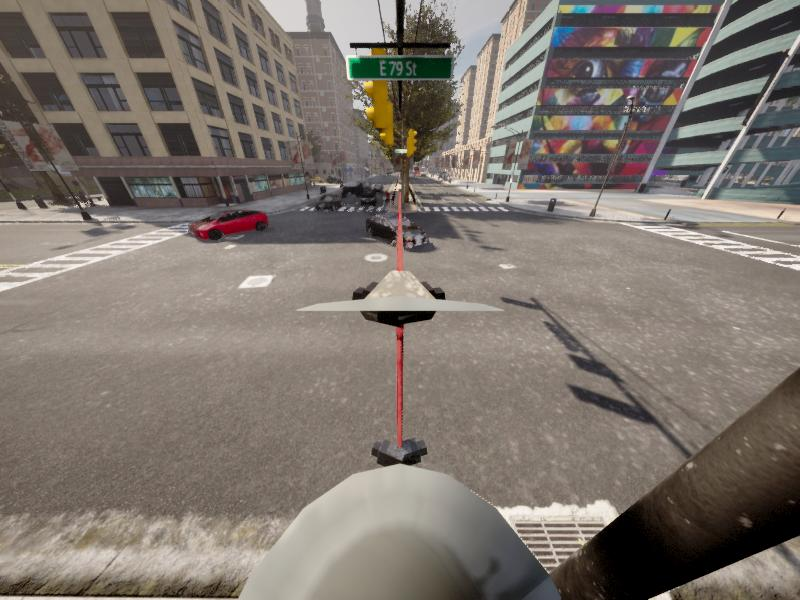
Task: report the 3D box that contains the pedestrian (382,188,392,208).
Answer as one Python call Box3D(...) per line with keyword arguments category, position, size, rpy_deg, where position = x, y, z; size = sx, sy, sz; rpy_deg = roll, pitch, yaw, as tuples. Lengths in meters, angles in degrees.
Box3D(category="pedestrian", position=(-1.355, -10.931, 24.741), size=(0.751, 1.860, 0.751), rpy_deg=(19, 35, 29))

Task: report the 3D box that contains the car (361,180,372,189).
Box3D(category="car", position=(-7.154, -24.857, 49.531), size=(1.845, 1.501, 3.633), rpy_deg=(0, 30, 0))

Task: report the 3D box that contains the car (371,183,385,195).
Box3D(category="car", position=(-3.685, -19.035, 39.580), size=(2.033, 1.411, 5.357), rpy_deg=(0, 30, 0))

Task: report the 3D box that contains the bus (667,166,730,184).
Box3D(category="bus", position=(85.490, -36.403, 66.806), size=(3.944, 4.253, 10.273), rpy_deg=(0, 30, 0))

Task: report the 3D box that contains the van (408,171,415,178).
Box3D(category="van", position=(4.490, -50.504, 93.045), size=(2.351, 2.431, 6.366), rpy_deg=(0, 30, 0))

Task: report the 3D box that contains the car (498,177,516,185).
Box3D(category="car", position=(27.196, -30.383, 58.961), size=(2.161, 1.482, 4.786), rpy_deg=(0, 30, 0))

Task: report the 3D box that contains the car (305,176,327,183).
Box3D(category="car", position=(-23.827, -34.247, 65.742), size=(5.366, 1.575, 1.801), rpy_deg=(-1, 30, -2))

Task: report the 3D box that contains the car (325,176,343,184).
Box3D(category="car", position=(-17.846, -32.584, 62.551), size=(3.866, 1.878, 1.905), rpy_deg=(1, 30, 2))

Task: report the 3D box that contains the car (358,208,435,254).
Box3D(category="car", position=(-0.393, -4.411, 14.132), size=(2.128, 1.511, 4.902), rpy_deg=(-20, 36, -31))

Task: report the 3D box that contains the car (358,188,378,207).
Box3D(category="car", position=(-3.718, -12.398, 27.872), size=(1.851, 1.617, 3.988), rpy_deg=(0, 30, 0))

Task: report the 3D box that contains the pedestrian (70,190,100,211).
Box3D(category="pedestrian", position=(-30.984, -9.792, 22.753), size=(0.751, 1.860, 0.751), rpy_deg=(-6, 31, -10))

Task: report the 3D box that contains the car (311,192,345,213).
Box3D(category="car", position=(-7.510, -10.473, 24.655), size=(1.837, 1.490, 4.892), rpy_deg=(2, 30, 3))

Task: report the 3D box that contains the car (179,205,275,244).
Box3D(category="car", position=(-11.339, -5.241, 15.558), size=(2.007, 1.525, 4.514), rpy_deg=(19, 35, 30))

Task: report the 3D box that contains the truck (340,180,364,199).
Box3D(category="truck", position=(-7.183, -17.097, 35.515), size=(2.390, 2.098, 6.274), rpy_deg=(0, 30, 0))
